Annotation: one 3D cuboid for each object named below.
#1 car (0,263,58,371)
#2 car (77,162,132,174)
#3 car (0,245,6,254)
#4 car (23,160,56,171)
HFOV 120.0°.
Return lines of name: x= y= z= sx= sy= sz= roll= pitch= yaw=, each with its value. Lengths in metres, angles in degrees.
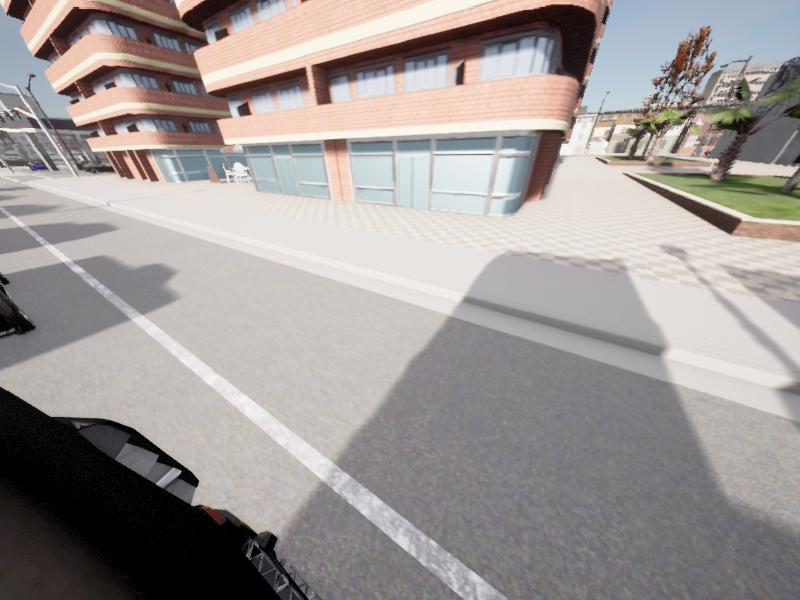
car: x=-7.141 y=-0.070 z=3.101 sx=4.718 sy=1.301 sz=1.895 roll=17 pitch=37 yaw=26
car: x=-44.614 y=-20.018 z=35.034 sx=1.895 sy=1.301 sz=4.718 roll=16 pitch=37 yaw=25
car: x=-13.090 y=-2.105 z=5.952 sx=4.553 sy=1.767 sz=2.097 roll=17 pitch=37 yaw=26
car: x=-63.885 y=-23.858 z=40.920 sx=4.611 sy=1.667 sz=2.242 roll=17 pitch=37 yaw=26
